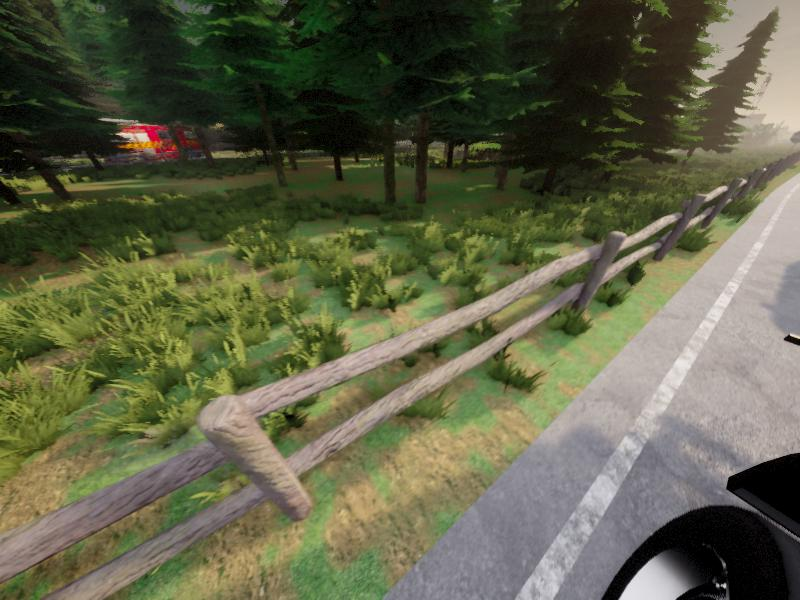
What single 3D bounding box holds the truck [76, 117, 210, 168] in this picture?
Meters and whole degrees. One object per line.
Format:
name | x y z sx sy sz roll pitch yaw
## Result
truck | -26.682 -16.986 24.950 2.891 3.827 8.468 15 38 21
